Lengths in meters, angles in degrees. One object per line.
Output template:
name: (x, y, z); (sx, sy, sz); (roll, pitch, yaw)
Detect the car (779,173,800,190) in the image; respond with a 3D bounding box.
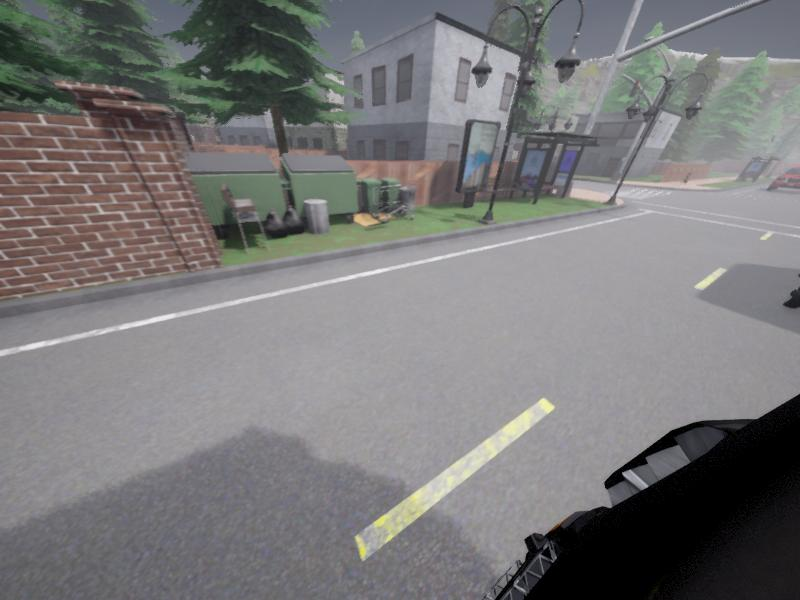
car: (43.638, -12.841, 25.004); (4.181, 1.385, 1.994); (-16, 38, -26)

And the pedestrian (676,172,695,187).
pedestrian: (24.572, -10.375, 19.896); (0.500, 1.100, 0.500); (-20, 40, -31)

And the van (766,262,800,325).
van: (8.720, -0.702, 3.780); (4.442, 1.987, 1.775); (-16, 38, -26)

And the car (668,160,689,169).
car: (72.612, -35.394, 60.164); (4.605, 1.855, 1.932); (-17, 38, -27)

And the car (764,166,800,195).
car: (36.746, -11.116, 21.319); (5.566, 2.045, 2.150); (-16, 38, -26)
